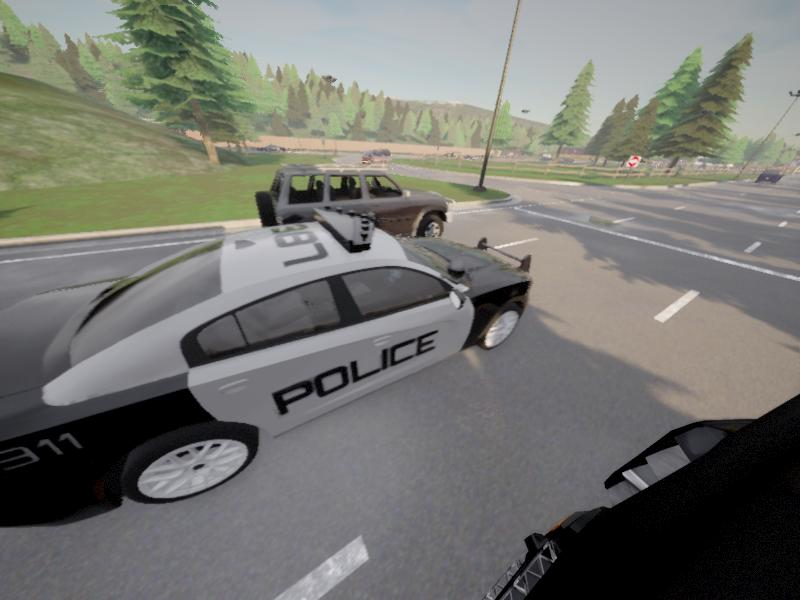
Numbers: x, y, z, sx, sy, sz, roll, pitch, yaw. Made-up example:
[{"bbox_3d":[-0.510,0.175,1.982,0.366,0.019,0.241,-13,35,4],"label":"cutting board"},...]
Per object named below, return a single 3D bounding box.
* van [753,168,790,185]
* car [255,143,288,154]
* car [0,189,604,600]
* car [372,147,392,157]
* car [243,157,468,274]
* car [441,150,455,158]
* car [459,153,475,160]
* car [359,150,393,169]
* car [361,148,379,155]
[{"bbox_3d":[54.981,-18.322,34.206,4.442,1.987,1.775,-16,38,-26],"label":"van"},{"bbox_3d":[-25.192,-29.672,45.290,5.238,1.638,1.930,-16,38,-26],"label":"car"},{"bbox_3d":[-0.455,-0.112,2.620,5.238,1.638,1.930,-16,38,-26],"label":"car"},{"bbox_3d":[-4.683,-37.916,59.155,4.605,1.855,1.932,-16,38,-26],"label":"car"},{"bbox_3d":[-0.886,-2.323,5.709,4.605,1.855,1.932,-16,38,-26],"label":"car"},{"bbox_3d":[15.030,-45.833,72.681,3.866,1.878,1.905,-16,38,-26],"label":"car"},{"bbox_3d":[19.786,-42.523,68.496,4.181,1.385,1.994,-16,38,-26],"label":"car"},{"bbox_3d":[-2.945,-16.782,27.570,2.242,1.667,4.611,-15,37,-25],"label":"car"},{"bbox_3d":[-8.285,-41.188,64.191,4.514,1.525,2.007,-16,38,-26],"label":"car"}]
